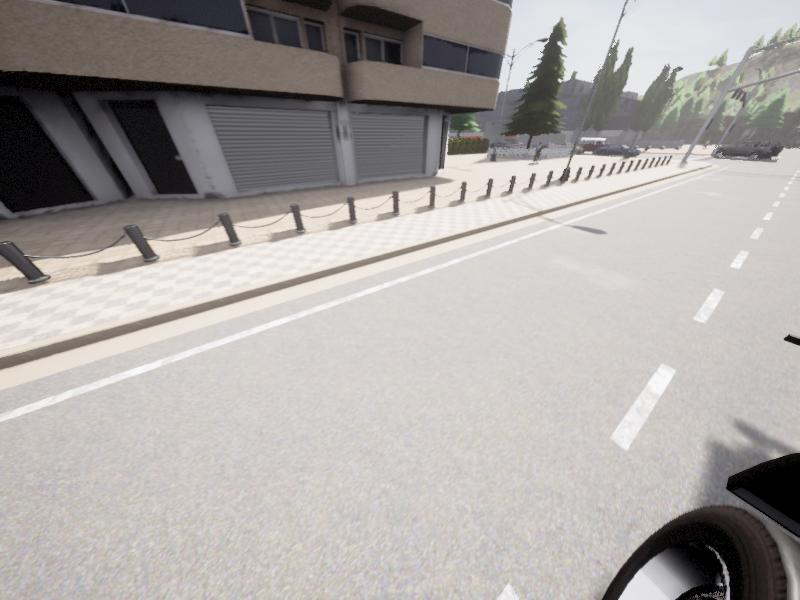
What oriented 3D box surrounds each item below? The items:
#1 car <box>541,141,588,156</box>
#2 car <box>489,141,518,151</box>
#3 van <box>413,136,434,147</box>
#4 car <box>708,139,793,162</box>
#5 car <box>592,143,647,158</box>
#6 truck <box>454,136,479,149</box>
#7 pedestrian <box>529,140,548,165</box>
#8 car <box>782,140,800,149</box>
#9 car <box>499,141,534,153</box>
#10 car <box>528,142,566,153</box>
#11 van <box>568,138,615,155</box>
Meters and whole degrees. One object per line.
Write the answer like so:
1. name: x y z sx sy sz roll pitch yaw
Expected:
1. car: 24.501 -22.704 34.552 2.152 1.651 5.027 -21 40 -27
2. car: 20.075 -30.022 45.091 1.837 1.490 4.892 -21 40 -27
3. van: 6.691 -45.400 66.217 2.351 2.431 6.366 -21 40 -27
4. car: 38.607 -16.709 25.708 1.932 1.855 4.605 -6 36 -10
5. car: 28.255 -19.381 29.958 1.812 1.442 4.674 -20 40 -26
6. truck: 15.793 -37.669 55.135 2.627 2.467 5.204 -21 40 -27
7. pedestrian: 12.276 -13.136 20.541 0.751 1.860 0.751 -28 44 -33
8. car: 81.665 -31.549 46.780 2.163 1.488 4.792 14 38 20
9. car: 20.067 -26.476 39.939 2.033 1.649 4.856 -21 40 -27
10. car: 24.870 -25.960 39.247 1.882 1.535 5.008 -21 40 -27
11. van: 28.551 -23.028 34.616 2.069 2.038 4.480 -22 40 -27
